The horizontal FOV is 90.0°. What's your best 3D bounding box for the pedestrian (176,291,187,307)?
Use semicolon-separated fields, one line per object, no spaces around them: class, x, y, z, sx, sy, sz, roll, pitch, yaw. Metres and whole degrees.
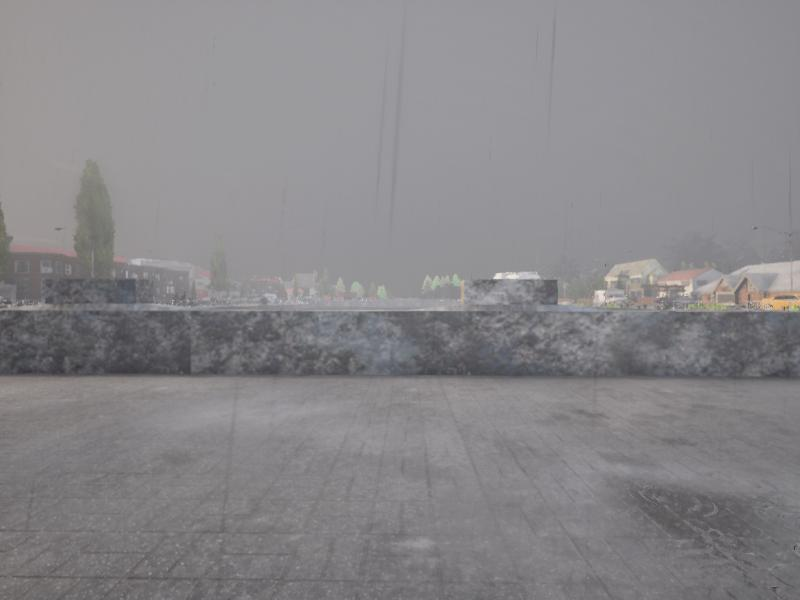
pedestrian;-25.335;-0.099;46.360;0.751;1.860;0.751;0;0;9

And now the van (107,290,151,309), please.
van;-31.539;-0.070;46.724;2.069;2.038;4.480;0;0;1

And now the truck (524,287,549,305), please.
truck;30.872;-0.891;90.884;2.891;3.827;8.468;0;0;1

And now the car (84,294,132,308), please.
car;-35.502;0.125;48.850;1.930;1.638;5.238;0;0;1

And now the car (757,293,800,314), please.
car;29.847;0.258;29.921;1.882;1.535;5.008;0;0;1

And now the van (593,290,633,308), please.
van;30.305;-0.188;57.139;2.351;2.431;6.366;0;0;1

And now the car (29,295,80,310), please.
car;-35.626;0.207;41.350;1.970;1.475;3.806;0;0;1

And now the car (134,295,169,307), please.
car;-35.365;0.133;57.105;2.033;1.649;4.856;0;0;1

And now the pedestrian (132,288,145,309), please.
pedestrian;-23.363;-0.094;35.762;0.751;1.860;0.751;0;0;-5

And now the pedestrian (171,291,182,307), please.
pedestrian;-25.502;-0.101;45.607;0.751;1.860;0.751;0;0;15

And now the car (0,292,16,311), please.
car;-35.754;0.125;33.576;1.930;1.638;5.238;0;0;1

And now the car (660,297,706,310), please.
car;30.059;0.342;42.661;1.994;1.385;4.181;0;0;1
